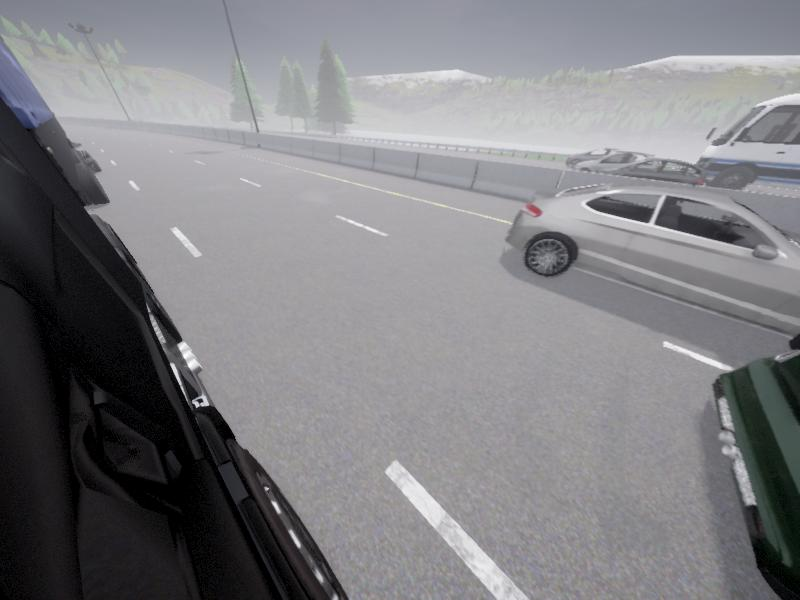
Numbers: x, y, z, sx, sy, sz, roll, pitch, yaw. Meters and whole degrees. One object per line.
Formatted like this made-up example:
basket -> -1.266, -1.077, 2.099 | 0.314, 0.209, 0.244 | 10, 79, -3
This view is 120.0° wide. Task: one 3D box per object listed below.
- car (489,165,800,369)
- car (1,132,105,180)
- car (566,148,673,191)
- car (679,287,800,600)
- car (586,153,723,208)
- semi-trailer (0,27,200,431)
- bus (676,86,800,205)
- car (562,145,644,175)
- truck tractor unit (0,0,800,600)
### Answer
car -> 4.538, -0.928, 3.852 | 5.027, 1.651, 2.152 | 29, 44, 31
car -> -15.405, -6.554, 10.306 | 4.718, 1.301, 1.895 | 27, 44, 29
car -> 12.469, -7.675, 13.394 | 3.988, 1.617, 1.851 | 30, 44, 31
car -> 4.202, 1.624, 0.281 | 4.553, 1.767, 2.097 | 30, 44, 31
car -> 11.181, -5.569, 10.541 | 3.705, 1.549, 1.789 | 30, 44, 31
semi-trailer -> -8.622, -3.663, 4.290 | 14.254, 4.402, 2.717 | 29, 44, 30
bus -> 21.055, -6.605, 10.332 | 10.273, 4.253, 3.944 | 30, 44, 31
car -> 16.043, -11.237, 18.452 | 4.514, 1.525, 2.007 | 30, 44, 31
truck tractor unit -> -2.645, -0.295, 0.352 | 6.516, 4.208, 3.053 | 28, 44, 30
